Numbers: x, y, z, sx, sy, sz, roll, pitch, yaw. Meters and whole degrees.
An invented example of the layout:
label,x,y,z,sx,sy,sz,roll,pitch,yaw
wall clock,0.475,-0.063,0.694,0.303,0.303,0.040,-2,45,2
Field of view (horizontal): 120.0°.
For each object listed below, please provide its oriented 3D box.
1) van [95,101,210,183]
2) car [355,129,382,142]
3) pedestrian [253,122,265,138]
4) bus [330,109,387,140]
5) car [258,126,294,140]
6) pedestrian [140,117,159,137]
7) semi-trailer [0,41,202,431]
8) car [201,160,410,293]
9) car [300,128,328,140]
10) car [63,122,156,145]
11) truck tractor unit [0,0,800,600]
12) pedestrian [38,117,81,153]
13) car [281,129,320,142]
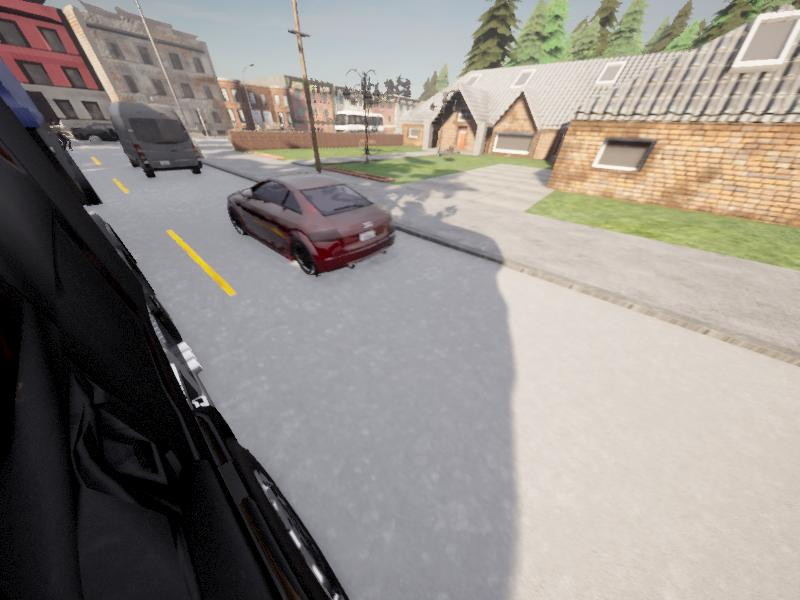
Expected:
label,x,y,z,sx,sy,sz,roll,pitch,yaw
van,-11.659,-7.501,10.847,5.915,2.561,1.988,29,44,31
car,-5.570,-29.642,41.589,2.242,1.667,4.611,28,44,30
pedestrian,-21.830,-26.317,35.753,0.751,1.860,0.751,9,37,8
bus,-7.428,-32.973,43.776,3.944,4.253,10.273,28,44,30
car,-18.282,-24.698,34.234,1.851,1.617,3.988,28,44,30
pedestrian,-30.368,-20.958,28.049,0.751,1.860,0.751,29,44,31
semi-trailer,-8.713,-3.589,4.222,14.254,4.402,2.717,28,44,30
car,-2.089,-1.957,5.000,4.181,1.385,1.994,28,44,30
car,-14.179,-27.450,38.237,1.845,1.501,3.633,28,44,30
car,-26.460,-15.362,21.286,1.882,1.535,5.008,28,44,30
truck tractor unit,-2.645,-0.295,0.351,6.516,4.208,3.053,28,44,30
pedestrian,-22.039,-10.697,15.006,0.751,1.860,0.751,28,44,30
car,-14.210,-23.679,33.260,1.812,1.442,4.674,28,44,30
